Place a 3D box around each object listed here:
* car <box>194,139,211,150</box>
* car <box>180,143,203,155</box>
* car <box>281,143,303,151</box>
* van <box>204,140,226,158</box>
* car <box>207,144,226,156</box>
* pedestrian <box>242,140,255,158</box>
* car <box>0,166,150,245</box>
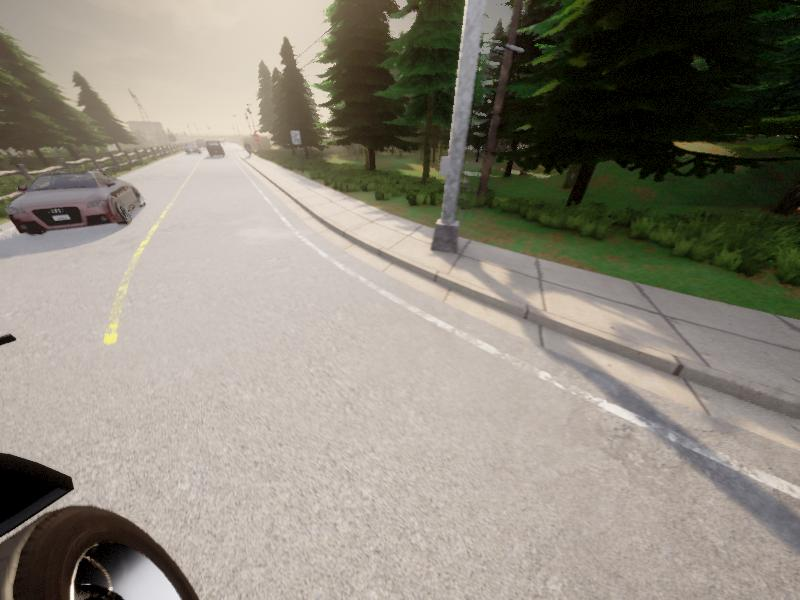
[{"bbox_3d":[-47.519,-37.546,55.624,2.150,2.045,5.566,-19,39,-26],"label":"car"},{"bbox_3d":[-34.414,-25.058,38.281,2.128,1.511,4.902,-19,39,-26],"label":"car"},{"bbox_3d":[-25.318,-36.021,54.397,4.181,1.385,1.994,-22,40,-29],"label":"car"},{"bbox_3d":[-26.364,-21.590,32.978,1.775,1.987,4.442,-19,39,-26],"label":"van"},{"bbox_3d":[-29.630,-24.432,37.460,1.837,1.490,4.892,-18,39,-25],"label":"car"},{"bbox_3d":[-19.893,-19.855,30.371,0.751,1.860,0.751,-7,35,-11],"label":"pedestrian"},{"bbox_3d":[-10.092,-3.286,7.379,1.994,1.385,4.181,-21,40,-27],"label":"car"}]
